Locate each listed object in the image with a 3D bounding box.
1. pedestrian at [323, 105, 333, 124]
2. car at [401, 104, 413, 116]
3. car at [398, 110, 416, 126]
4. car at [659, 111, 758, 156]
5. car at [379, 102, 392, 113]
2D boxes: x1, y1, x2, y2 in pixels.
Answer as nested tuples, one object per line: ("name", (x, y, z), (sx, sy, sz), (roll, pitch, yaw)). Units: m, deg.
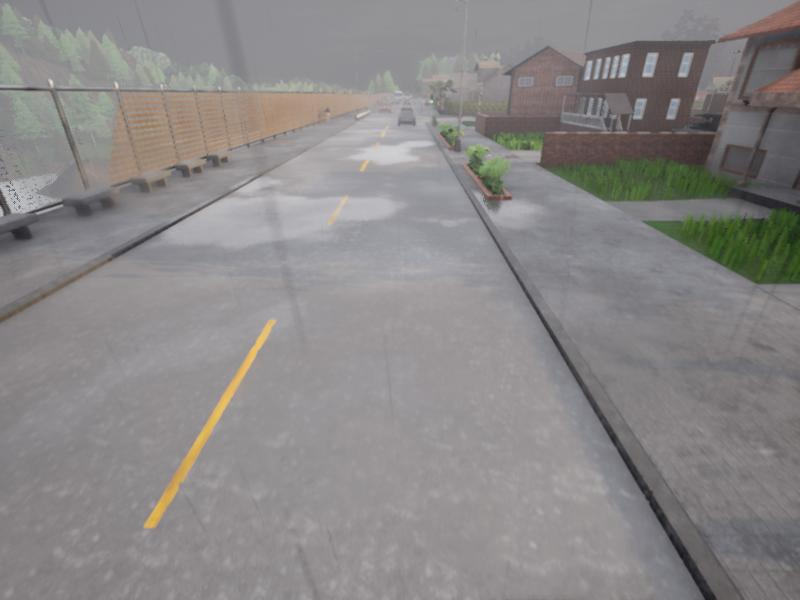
("pedestrian", (-7.987, -20.615, 44.394), (0.751, 1.860, 0.751), (0, 27, 0))
("car", (1.126, -30.843, 64.908), (1.882, 1.535, 5.008), (0, 27, 1))
("car", (0.775, -20.240, 44.476), (1.994, 1.385, 4.181), (0, 27, 1))
("car", (15.875, -8.804, 20.931), (1.905, 1.878, 3.866), (0, 27, 1))
("car", (-2.690, -35.105, 72.920), (2.097, 1.767, 4.553), (1, 27, 1))
